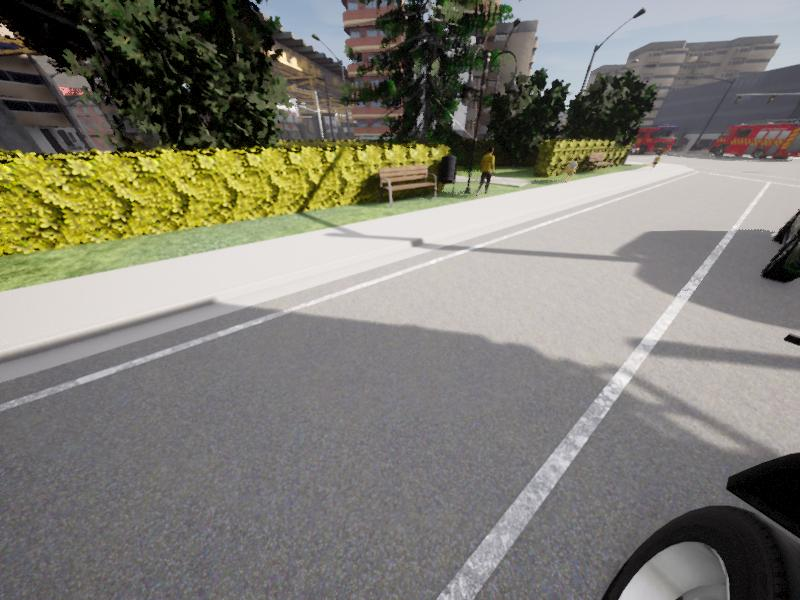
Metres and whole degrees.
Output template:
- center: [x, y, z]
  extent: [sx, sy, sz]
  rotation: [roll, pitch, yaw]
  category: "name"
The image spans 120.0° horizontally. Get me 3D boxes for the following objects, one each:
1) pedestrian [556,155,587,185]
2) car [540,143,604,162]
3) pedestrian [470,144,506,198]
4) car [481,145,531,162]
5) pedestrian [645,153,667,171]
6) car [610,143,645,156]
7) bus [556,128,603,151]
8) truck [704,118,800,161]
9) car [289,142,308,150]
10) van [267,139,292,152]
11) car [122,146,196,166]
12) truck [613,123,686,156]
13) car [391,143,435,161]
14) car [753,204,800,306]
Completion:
- center: [9.120, -6.955, 12.320]
  extent: [0.751, 1.300, 0.751]
  rotation: [-23, 41, -29]
  category: "pedestrian"
- center: [18.863, -16.329, 25.598]
  extent: [5.027, 1.651, 2.152]
  rotation: [6, 36, 9]
  category: "car"
- center: [3.576, -5.288, 9.499]
  extent: [0.751, 1.860, 0.751]
  rotation: [28, 44, 34]
  category: "pedestrian"
- center: [12.049, -16.994, 26.705]
  extent: [4.792, 1.488, 2.163]
  rotation: [6, 36, 9]
  category: "car"
- center: [18.808, -10.154, 16.977]
  extent: [0.500, 1.100, 0.500]
  rotation: [-12, 37, -16]
  category: "pedestrian"
- center: [35.110, -23.381, 35.808]
  extent: [1.970, 1.475, 3.806]
  rotation: [6, 35, 8]
  category: "car"
- center: [43.249, -39.106, 56.314]
  extent: [3.944, 4.253, 10.273]
  rotation: [4, 34, 5]
  category: "bus"
- center: [44.305, -19.685, 28.378]
  extent: [2.891, 3.827, 8.468]
  rotation: [6, 35, 8]
  category: "truck"
- center: [-22.839, -34.734, 52.209]
  extent: [1.994, 1.385, 4.181]
  rotation: [6, 36, 9]
  category: "car"
- center: [-24.091, -31.078, 46.440]
  extent: [2.069, 2.038, 4.480]
  rotation: [6, 36, 9]
  category: "van"
- center: [-25.423, -15.487, 24.701]
  extent: [1.801, 1.575, 5.366]
  rotation: [6, 36, 9]
  category: "car"
- center: [39.009, -25.493, 36.798]
  extent: [2.891, 3.827, 8.468]
  rotation: [6, 35, 8]
  category: "truck"
- center: [1.640, -18.155, 28.292]
  extent: [5.027, 1.651, 2.152]
  rotation: [6, 36, 9]
  category: "car"
- center: [9.121, -1.382, 4.054]
  extent: [5.566, 2.045, 2.150]
  rotation: [-22, 41, -28]
  category: "car"
